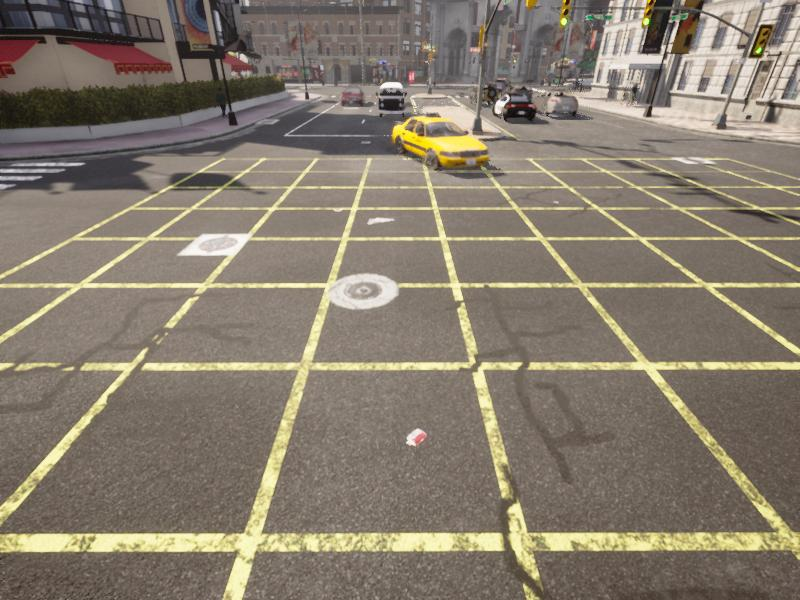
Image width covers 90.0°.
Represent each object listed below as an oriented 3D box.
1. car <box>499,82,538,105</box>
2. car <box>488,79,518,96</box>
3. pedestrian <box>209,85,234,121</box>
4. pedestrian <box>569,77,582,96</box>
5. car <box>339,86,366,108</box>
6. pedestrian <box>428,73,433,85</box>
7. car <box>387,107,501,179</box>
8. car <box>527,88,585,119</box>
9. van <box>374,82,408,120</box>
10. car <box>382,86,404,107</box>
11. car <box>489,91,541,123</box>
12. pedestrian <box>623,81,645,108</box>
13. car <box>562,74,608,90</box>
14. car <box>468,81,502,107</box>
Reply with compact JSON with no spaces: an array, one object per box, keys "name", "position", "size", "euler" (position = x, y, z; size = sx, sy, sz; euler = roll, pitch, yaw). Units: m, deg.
[{"name":"car","position":[10.938,-19.339,37.441],"size":[2.242,1.667,4.611],"euler":[0,30,0]},{"name":"car","position":[12.689,-26.093,49.022],"size":[2.033,1.649,4.856],"euler":[16,34,25]},{"name":"pedestrian","position":[-10.754,-11.894,24.158],"size":[0.751,1.860,0.751],"euler":[1,30,2]},{"name":"pedestrian","position":[19.681,-23.990,44.864],"size":[0.751,1.860,0.751],"euler":[1,30,1]},{"name":"car","position":[-4.061,-17.837,35.092],"size":[1.812,1.442,4.674],"euler":[0,30,0]},{"name":"pedestrian","position":[5.360,-39.084,70.682],"size":[0.751,1.860,0.751],"euler":[4,31,7]},{"name":"car","position":[1.266,-5.866,14.475],"size":[1.801,1.575,5.366],"euler":[-11,32,-18]},{"name":"car","position":[10.934,-14.075,28.483],"size":[2.152,1.651,5.027],"euler":[0,30,0]},{"name":"van","position":[-0.563,-13.695,27.409],"size":[2.069,2.038,4.480],"euler":[0,31,0]},{"name":"car","position":[-0.563,-18.156,35.637],"size":[1.812,1.442,4.674],"euler":[0,30,0]},{"name":"car","position":[7.433,-12.840,26.454],"size":[2.038,1.542,4.974],"euler":[0,30,0]},{"name":"pedestrian","position":[18.280,-16.069,31.312],"size":[0.751,1.860,0.751],"euler":[-11,32,-18]},{"name":"car","position":[27.864,-33.036,60.510],"size":[5.566,2.045,2.150],"euler":[0,30,0]},{"name":"car","position":[7.440,-18.305,35.456],"size":[1.932,1.855,4.605],"euler":[0,29,0]}]
